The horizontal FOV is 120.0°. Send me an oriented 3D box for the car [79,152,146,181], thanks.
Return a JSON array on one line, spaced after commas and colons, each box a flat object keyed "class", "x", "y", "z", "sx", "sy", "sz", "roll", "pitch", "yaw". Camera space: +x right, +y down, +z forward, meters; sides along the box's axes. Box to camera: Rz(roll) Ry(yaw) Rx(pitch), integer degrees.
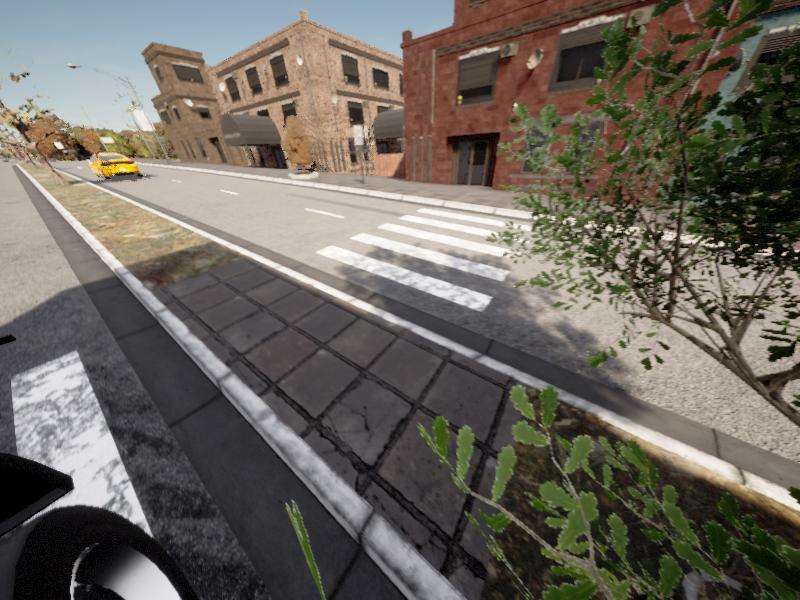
[{"class": "car", "x": -21.028, "y": -9.844, "z": 16.898, "sx": 5.008, "sy": 1.535, "sz": 1.882, "roll": 21, "pitch": 40, "yaw": 28}]
